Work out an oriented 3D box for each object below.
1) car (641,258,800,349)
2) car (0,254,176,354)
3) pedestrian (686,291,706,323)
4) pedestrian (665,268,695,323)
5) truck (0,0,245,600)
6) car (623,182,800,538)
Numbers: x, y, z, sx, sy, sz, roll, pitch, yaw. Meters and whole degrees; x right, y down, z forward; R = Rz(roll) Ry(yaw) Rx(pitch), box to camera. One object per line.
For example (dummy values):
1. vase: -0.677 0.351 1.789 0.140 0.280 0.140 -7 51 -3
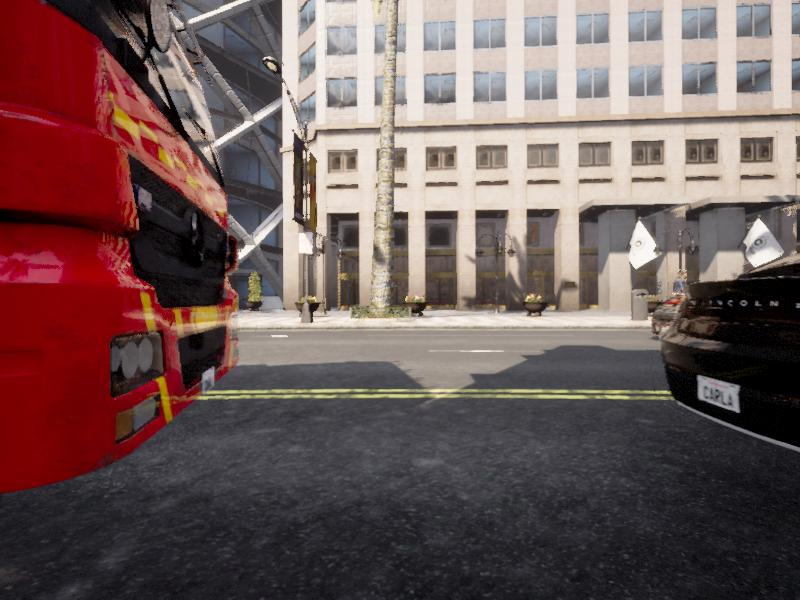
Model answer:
1. car: 8.219 0.065 8.772 4.553 1.767 2.097 0 0 6
2. car: -7.212 0.079 8.503 3.866 1.878 1.905 0 0 -10
3. pedestrian: 10.333 0.227 13.987 0.500 1.100 0.500 0 0 29
4. pedestrian: 9.742 -0.151 13.949 0.751 1.860 0.751 0 0 26
5. truck: -5.422 -0.895 1.781 8.468 3.827 2.891 0 0 -12
6. car: 4.133 0.232 2.069 4.892 1.490 1.837 0 0 2
